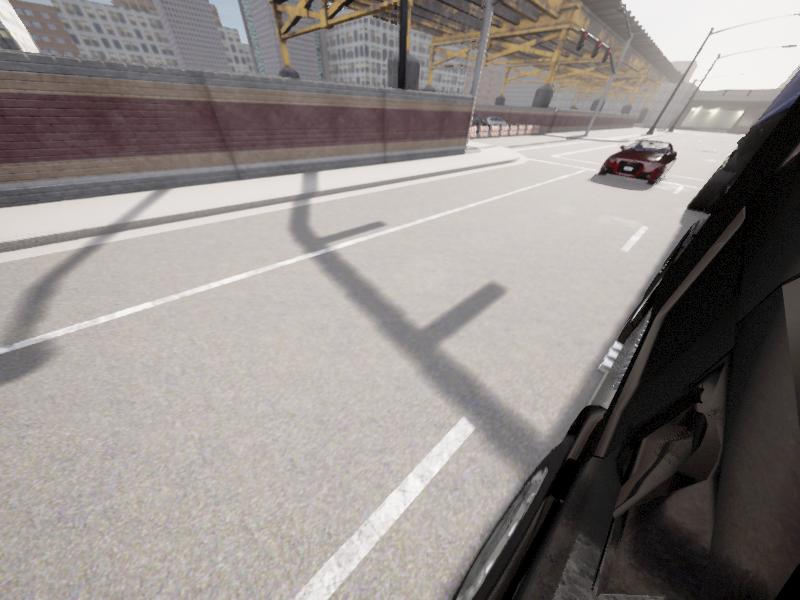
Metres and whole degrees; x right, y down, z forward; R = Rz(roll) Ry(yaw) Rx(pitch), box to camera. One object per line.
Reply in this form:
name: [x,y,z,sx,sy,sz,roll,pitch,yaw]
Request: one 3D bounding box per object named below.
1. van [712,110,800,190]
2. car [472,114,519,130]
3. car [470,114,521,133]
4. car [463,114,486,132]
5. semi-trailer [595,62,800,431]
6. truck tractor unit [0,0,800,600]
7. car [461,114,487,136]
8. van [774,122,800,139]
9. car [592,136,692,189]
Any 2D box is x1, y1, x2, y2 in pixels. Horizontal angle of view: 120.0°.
van: [17.718,-7.328,11.063,5.915,2.561,1.988,-28,49,-31]
car: [11.163,-20.931,27.144,4.536,1.218,1.853,-6,41,-11]
car: [11.207,-20.817,27.256,4.974,1.542,2.038,-6,41,-11]
car: [7.666,-18.435,23.977,1.853,1.218,4.536,10,41,8]
semi-trailer: [8.804,-3.386,4.326,14.254,4.402,2.717,-26,48,-31]
truck tractor unit: [2.645,-0.295,0.352,6.516,4.208,3.053,-28,43,-30]
car: [7.648,-18.283,24.040,2.038,1.542,4.974,10,41,8]
van: [83.569,-35.969,49.063,1.988,2.561,5.915,27,46,25]
car: [10.646,-6.177,10.152,4.181,1.385,1.994,-28,49,-31]
